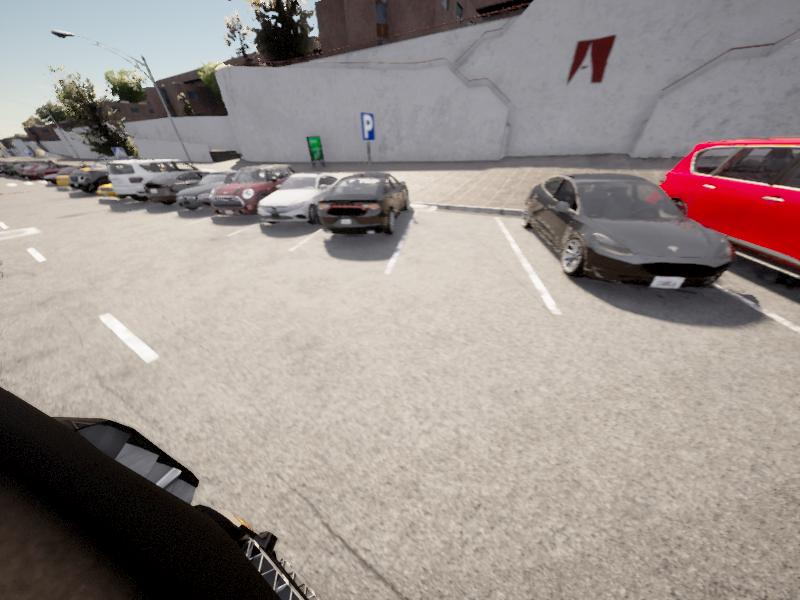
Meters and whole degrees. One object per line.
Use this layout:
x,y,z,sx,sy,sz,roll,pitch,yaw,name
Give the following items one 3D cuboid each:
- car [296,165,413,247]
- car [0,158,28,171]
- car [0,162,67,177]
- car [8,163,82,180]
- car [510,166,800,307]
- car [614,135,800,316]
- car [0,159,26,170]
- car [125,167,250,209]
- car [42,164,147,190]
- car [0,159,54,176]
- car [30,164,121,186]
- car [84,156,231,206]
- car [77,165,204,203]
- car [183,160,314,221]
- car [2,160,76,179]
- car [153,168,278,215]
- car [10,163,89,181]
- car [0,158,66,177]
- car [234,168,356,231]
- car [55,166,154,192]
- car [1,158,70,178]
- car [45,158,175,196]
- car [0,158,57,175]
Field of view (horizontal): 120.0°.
-0.930,-3.423,7.703,2.097,1.535,5.008,4,34,10,car
-78.765,-26.926,45.789,1.878,1.987,4.442,5,34,8,car
-52.896,-18.894,33.381,2.231,1.521,4.892,4,34,9,car
-45.143,-16.522,29.597,2.002,1.452,4.674,4,34,9,car
4.271,-1.895,5.092,2.163,1.488,4.792,4,34,9,car
6.863,-1.383,3.636,2.435,2.045,5.566,4,34,9,car
-81.348,-27.705,47.167,2.185,1.767,4.553,5,34,9,car
-11.325,-6.426,12.950,2.163,1.488,4.792,4,34,9,car
-26.908,-11.167,20.785,1.946,1.575,5.366,4,34,9,car
-58.082,-20.582,35.701,1.878,1.987,4.442,5,34,9,car
-32.137,-12.591,23.184,2.163,1.488,4.792,5,34,9,car
-13.931,-7.420,14.088,2.435,2.045,5.566,4,34,9,car
-16.557,-7.862,15.343,1.946,1.575,5.366,5,34,9,car
-6.120,-5.045,10.269,2.185,1.767,4.553,4,34,9,car
-47.734,-17.425,30.752,2.185,1.767,4.553,4,34,9,car
-8.716,-5.640,11.635,2.002,1.452,4.674,4,34,9,car
-42.538,-15.731,28.292,2.163,1.488,4.792,5,34,9,car
-55.482,-19.871,34.491,2.435,2.045,5.566,5,34,9,car
-3.521,-4.141,9.035,2.002,1.452,4.674,4,34,9,car
-24.328,-10.251,19.378,2.002,1.452,4.674,5,34,9,car
-50.297,-18.370,32.086,1.878,1.987,4.442,4,34,9,car
-21.734,-9.694,17.907,2.435,2.045,5.566,5,34,9,car
-60.652,-21.465,37.078,2.435,2.045,5.566,4,34,9,car
